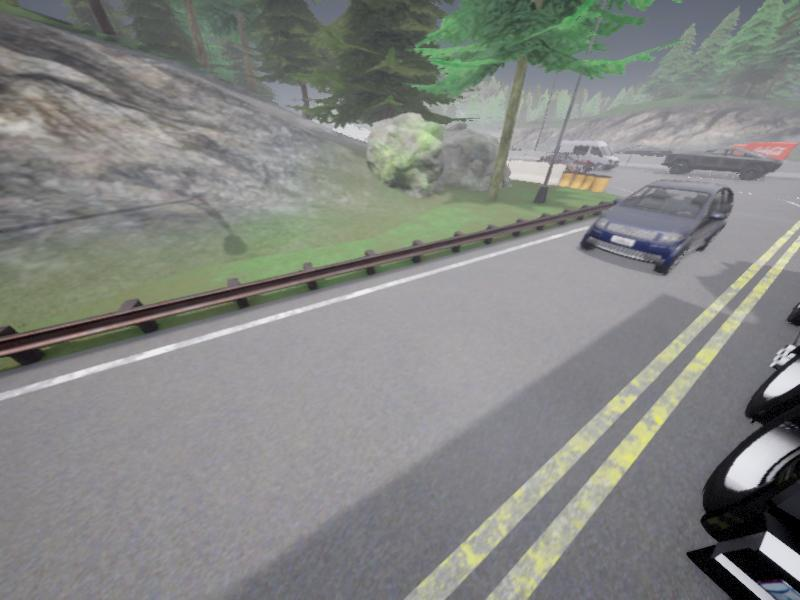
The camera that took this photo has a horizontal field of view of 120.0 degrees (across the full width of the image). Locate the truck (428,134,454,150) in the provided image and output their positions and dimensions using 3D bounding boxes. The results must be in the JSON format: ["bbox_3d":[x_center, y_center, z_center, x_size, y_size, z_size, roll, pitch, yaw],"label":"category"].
[{"bbox_3d":[12.528,-48.999,71.658,2.891,3.827,8.468,-18,39,-25],"label":"truck"}]

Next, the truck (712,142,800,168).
[{"bbox_3d":[43.951,-18.139,28.754,2.627,2.467,5.204,-19,39,-25],"label":"truck"}]

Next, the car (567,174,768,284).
[{"bbox_3d":[6.230,-1.918,5.480,3.705,1.549,1.789,-19,39,-25],"label":"car"}]

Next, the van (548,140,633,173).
[{"bbox_3d":[19.065,-14.812,23.647,1.988,2.561,5.915,-19,39,-25],"label":"van"}]

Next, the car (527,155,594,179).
[{"bbox_3d":[13.746,-11.644,20.060,1.994,1.385,4.181,-19,39,-25],"label":"car"}]

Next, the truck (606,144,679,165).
[{"bbox_3d":[33.462,-20.398,32.215,2.390,2.098,6.274,-17,38,-24],"label":"truck"}]

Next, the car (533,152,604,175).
[{"bbox_3d":[16.086,-13.366,22.413,1.882,1.535,5.008,-19,39,-25],"label":"car"}]

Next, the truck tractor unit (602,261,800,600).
[{"bbox_3d":[5.109,-0.301,0.792,6.516,4.208,3.053,-18,39,-24],"label":"truck tractor unit"}]

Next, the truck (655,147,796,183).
[{"bbox_3d":[26.439,-11.429,19.239,2.390,2.098,6.274,-19,39,-25],"label":"truck"}]
